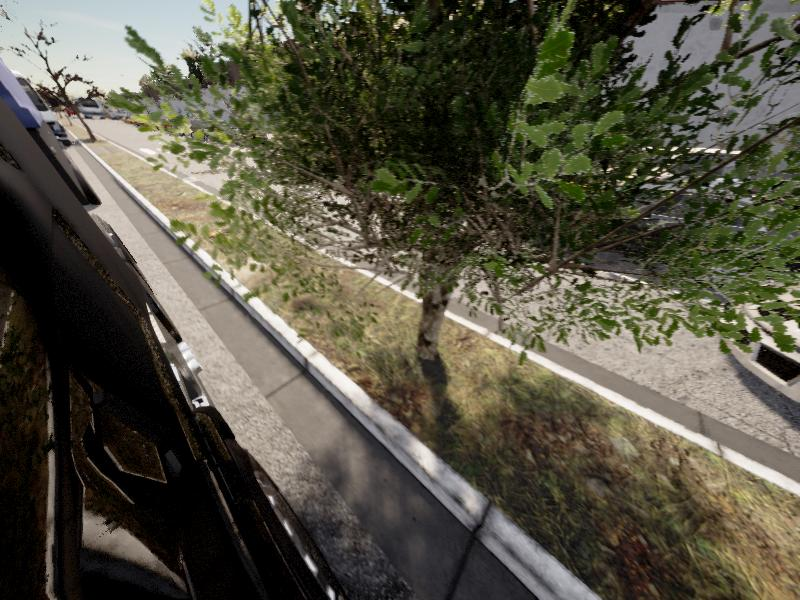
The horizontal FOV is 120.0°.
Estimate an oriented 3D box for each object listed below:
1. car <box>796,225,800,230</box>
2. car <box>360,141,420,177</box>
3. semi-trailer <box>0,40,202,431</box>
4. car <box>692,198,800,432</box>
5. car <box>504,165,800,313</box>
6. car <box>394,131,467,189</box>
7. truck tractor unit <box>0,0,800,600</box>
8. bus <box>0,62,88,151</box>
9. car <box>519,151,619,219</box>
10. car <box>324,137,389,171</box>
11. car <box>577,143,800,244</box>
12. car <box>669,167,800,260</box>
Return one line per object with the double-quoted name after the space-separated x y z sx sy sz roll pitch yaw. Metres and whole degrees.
13.341 -1.451 5.198 2.002 1.452 4.674 14 37 15 "car"
-0.436 -8.789 14.214 2.002 1.452 4.674 15 38 14 "car"
-8.714 -3.591 4.217 14.254 4.402 2.717 28 43 30 "semi-trailer"
5.950 0.827 1.503 4.611 1.667 2.242 28 43 30 "car"
5.285 -1.788 5.144 4.892 1.490 1.837 28 44 30 "car"
1.866 -7.769 12.522 2.435 2.045 5.566 15 38 14 "car"
-2.645 -0.295 0.352 6.516 4.208 3.053 28 44 30 "truck tractor unit"
-27.719 -13.888 16.757 10.273 4.253 3.944 28 44 30 "bus"
6.387 -5.038 9.551 1.946 1.575 5.366 14 37 14 "car"
-2.675 -10.158 15.823 1.946 1.575 5.366 14 38 15 "car"
8.763 -4.134 8.065 2.435 2.045 5.566 14 37 15 "car"
11.044 -2.693 6.725 2.163 1.488 4.792 14 37 15 "car"
